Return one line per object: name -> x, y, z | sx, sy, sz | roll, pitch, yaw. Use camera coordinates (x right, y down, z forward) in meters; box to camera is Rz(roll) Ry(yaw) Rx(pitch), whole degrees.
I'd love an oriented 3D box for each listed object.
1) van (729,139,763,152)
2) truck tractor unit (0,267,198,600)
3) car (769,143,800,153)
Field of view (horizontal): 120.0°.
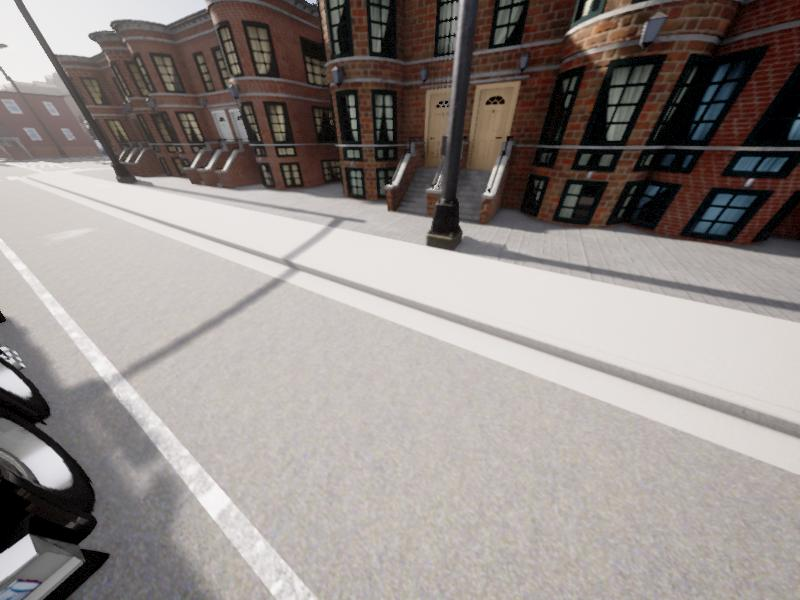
van -> 88.102, -39.483, 59.026 | 1.988, 2.561, 5.915 | 17, 38, 23
truck tractor unit -> -5.116, -0.297, 0.768 | 6.516, 4.208, 3.053 | 18, 39, 24
car -> 74.100, -28.889, 43.932 | 2.038, 1.542, 4.974 | 17, 37, 23
